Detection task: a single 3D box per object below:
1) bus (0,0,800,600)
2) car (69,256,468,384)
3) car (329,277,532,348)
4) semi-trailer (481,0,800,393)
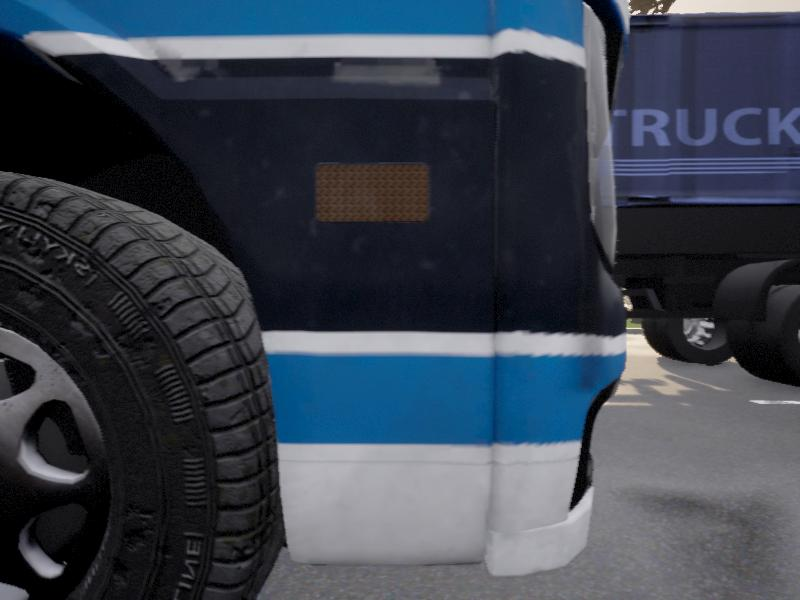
[{"bbox_3d":[-4.293,-1.135,2.450,10.273,4.253,3.944,0,0,1],"label":"bus"},{"bbox_3d":[-1.595,0.237,5.895,4.902,1.511,2.128,0,0,3],"label":"car"},{"bbox_3d":[0.640,0.255,9.212,4.193,1.474,1.816,0,0,1],"label":"car"},{"bbox_3d":[8.514,-1.216,5.474,14.254,4.402,2.717,0,0,1],"label":"semi-trailer"}]
